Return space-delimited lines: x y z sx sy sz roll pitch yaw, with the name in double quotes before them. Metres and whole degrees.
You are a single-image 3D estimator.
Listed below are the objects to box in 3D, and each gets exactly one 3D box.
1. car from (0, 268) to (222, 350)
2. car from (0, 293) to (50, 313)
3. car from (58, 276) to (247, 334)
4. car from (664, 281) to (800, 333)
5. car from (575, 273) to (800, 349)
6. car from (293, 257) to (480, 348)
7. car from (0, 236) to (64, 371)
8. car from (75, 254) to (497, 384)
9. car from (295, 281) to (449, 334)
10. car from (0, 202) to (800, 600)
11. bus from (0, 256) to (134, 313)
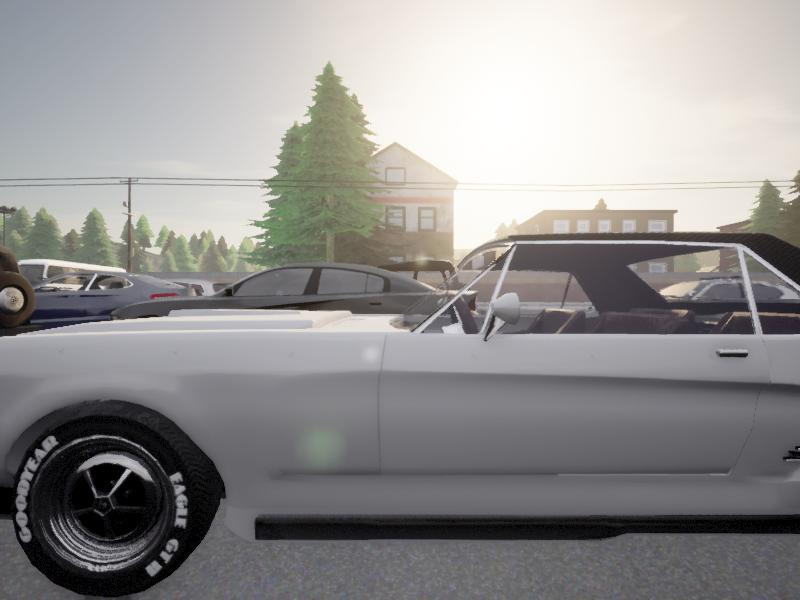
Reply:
"car" -7.069 0.181 9.172 5.027 1.651 2.152 0 0 0
"car" -32.239 0.200 33.161 1.801 1.575 5.366 0 0 0
"car" -7.559 0.156 12.661 4.611 1.667 2.242 0 0 -1
"car" 10.862 0.215 12.761 3.705 1.549 1.789 0 0 0
"car" 6.981 0.226 9.240 4.974 1.542 2.038 0 0 0
"car" -0.280 0.046 9.200 3.866 1.878 1.905 0 0 0
"car" -7.490 0.046 5.660 3.866 1.878 1.905 0 0 0
"car" -1.348 0.223 5.694 5.008 1.535 1.882 0 0 0
"car" -0.817 0.227 12.696 4.514 1.525 2.007 0 0 0
"car" 0.559 0.344 2.203 4.718 1.301 1.895 0 0 0
"bus" -28.620 -1.131 34.956 3.944 4.253 10.273 0 0 0
